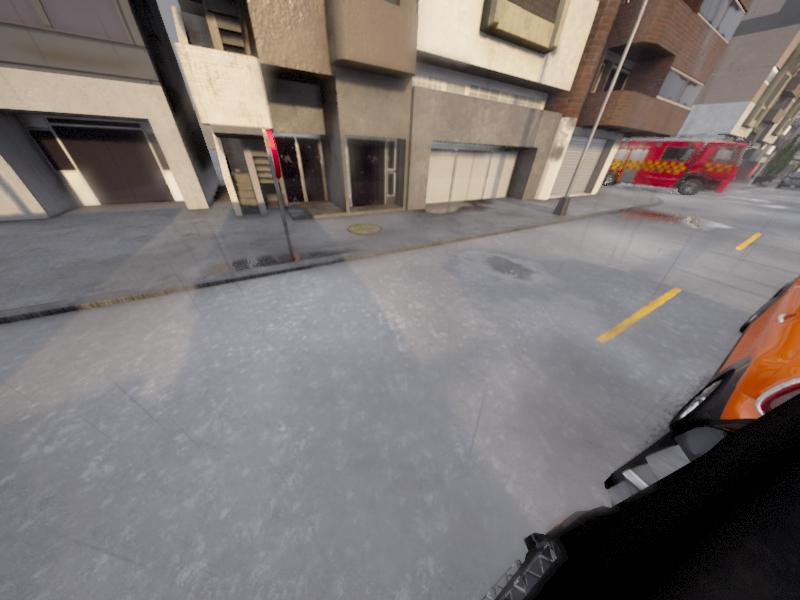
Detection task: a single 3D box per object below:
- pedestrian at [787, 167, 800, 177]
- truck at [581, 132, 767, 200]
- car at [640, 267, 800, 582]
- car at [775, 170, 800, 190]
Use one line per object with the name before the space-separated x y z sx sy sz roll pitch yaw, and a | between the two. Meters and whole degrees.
pedestrian | 89.774 -29.137 52.685 0.751 1.860 0.751 -16 38 -26
truck | 20.738 -10.997 18.592 2.891 3.827 8.468 -23 41 -33
car | 4.630 0.590 1.777 4.553 1.767 2.097 -16 38 -26
car | 45.541 -13.643 26.285 4.553 1.767 2.097 -16 38 -26
